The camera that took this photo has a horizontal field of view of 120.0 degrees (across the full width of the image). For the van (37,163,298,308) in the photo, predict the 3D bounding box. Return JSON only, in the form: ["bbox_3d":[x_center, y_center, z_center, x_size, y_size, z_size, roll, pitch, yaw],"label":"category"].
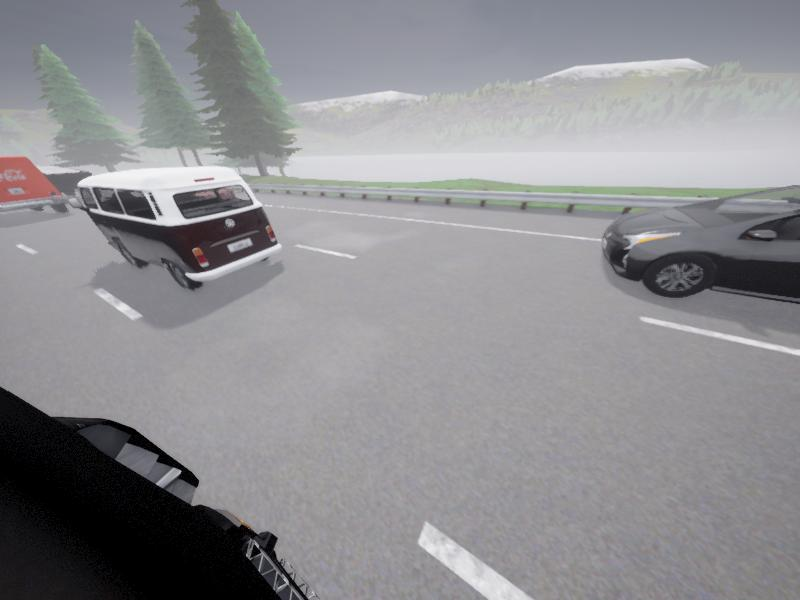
[{"bbox_3d":[-4.918,-1.750,5.107,4.480,2.038,2.069,15,37,24],"label":"van"}]

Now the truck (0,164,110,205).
[{"bbox_3d":[-24.265,-8.143,16.140,6.274,2.098,2.390,10,36,19],"label":"truck"}]

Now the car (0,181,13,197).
[{"bbox_3d":[-37.570,-9.789,20.353,4.718,1.301,1.895,7,35,15],"label":"car"}]

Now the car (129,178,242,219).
[{"bbox_3d":[-10.153,-4.941,10.975,4.718,1.301,1.895,13,37,23],"label":"car"}]

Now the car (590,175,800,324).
[{"bbox_3d":[5.867,-0.779,3.288,4.514,1.525,2.007,16,38,26],"label":"car"}]

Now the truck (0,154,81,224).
[{"bbox_3d":[-19.453,-5.337,11.168,5.204,2.467,2.627,9,35,21],"label":"truck"}]
